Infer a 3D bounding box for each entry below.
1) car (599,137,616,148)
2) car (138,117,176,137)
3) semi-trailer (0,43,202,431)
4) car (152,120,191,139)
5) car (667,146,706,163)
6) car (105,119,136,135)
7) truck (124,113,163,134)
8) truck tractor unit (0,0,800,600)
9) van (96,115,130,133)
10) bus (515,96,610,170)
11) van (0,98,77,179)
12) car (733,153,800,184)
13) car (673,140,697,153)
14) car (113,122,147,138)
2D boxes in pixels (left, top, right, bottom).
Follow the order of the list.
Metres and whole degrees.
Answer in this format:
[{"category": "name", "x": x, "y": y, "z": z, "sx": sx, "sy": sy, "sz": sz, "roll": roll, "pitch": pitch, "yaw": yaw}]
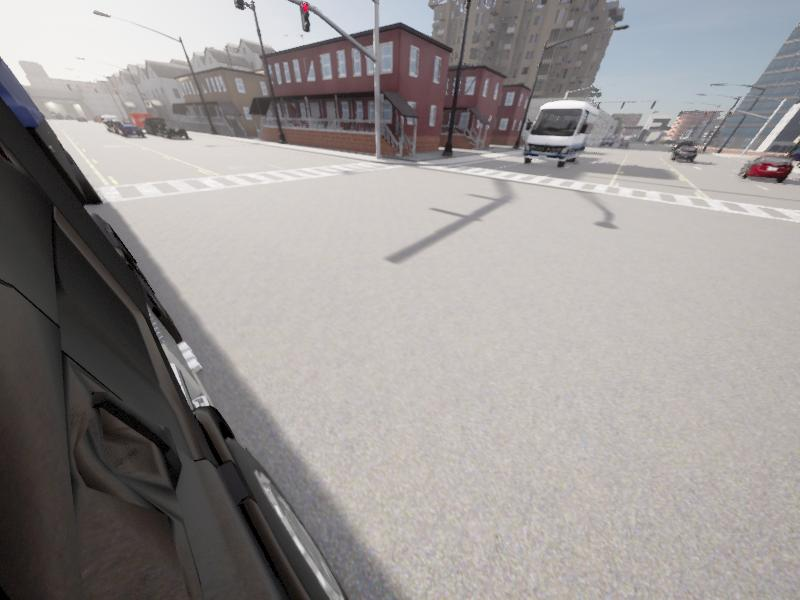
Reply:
[{"category": "car", "x": 51.344, "y": -39.012, "z": 57.116, "sx": 2.150, "sy": 2.045, "sz": 5.566, "roll": 28, "pitch": 44, "yaw": 30}, {"category": "car", "x": -34.260, "y": -24.466, "z": 32.585, "sx": 5.566, "sy": 2.045, "sz": 2.150, "roll": 28, "pitch": 44, "yaw": 30}, {"category": "semi-trailer", "x": -8.711, "y": -3.586, "z": 4.229, "sx": 14.254, "sy": 4.402, "sz": 2.717, "roll": 28, "pitch": 44, "yaw": 30}, {"category": "car", "x": -28.722, "y": -21.425, "z": 29.063, "sx": 4.553, "sy": 1.767, "sz": 2.097, "roll": 28, "pitch": 44, "yaw": 30}, {"category": "car", "x": 35.513, "y": -18.196, "z": 28.806, "sx": 2.128, "sy": 1.511, "sz": 4.902, "roll": 28, "pitch": 44, "yaw": 30}, {"category": "car", "x": -38.631, "y": -23.893, "z": 31.927, "sx": 3.988, "sy": 1.617, "sz": 1.851, "roll": 28, "pitch": 44, "yaw": 30}, {"category": "truck", "x": -40.330, "y": -27.798, "z": 36.321, "sx": 5.204, "sy": 2.467, "sz": 2.627, "roll": 29, "pitch": 44, "yaw": 31}, {"category": "truck tractor unit", "x": -2.645, "y": -0.295, "z": 0.351, "sx": 6.516, "sy": 4.208, "sz": 3.053, "roll": 28, "pitch": 44, "yaw": 30}, {"category": "van", "x": -43.319, "y": -26.570, "z": 34.862, "sx": 4.480, "sy": 2.038, "sz": 2.069, "roll": 28, "pitch": 44, "yaw": 30}, {"category": "bus", "x": 14.642, "y": -14.636, "z": 20.523, "sx": 3.944, "sy": 4.253, "sz": 10.273, "roll": 28, "pitch": 44, "yaw": 30}, {"category": "van", "x": -17.411, "y": -7.471, "z": 10.469, "sx": 5.915, "sy": 2.561, "sz": 1.988, "roll": 29, "pitch": 44, "yaw": 30}, {"category": "car", "x": 27.423, "y": -9.902, "z": 17.271, "sx": 4.792, "sy": 1.488, "sz": 2.163, "roll": -28, "pitch": 46, "yaw": -34}, {"category": "car", "x": 63.798, "y": -34.502, "z": 51.831, "sx": 2.150, "sy": 2.045, "sz": 5.566, "roll": 28, "pitch": 44, "yaw": 30}, {"category": "car", "x": -33.395, "y": -21.025, "z": 28.543, "sx": 4.674, "sy": 1.442, "sz": 1.812, "roll": 28, "pitch": 44, "yaw": 30}]
